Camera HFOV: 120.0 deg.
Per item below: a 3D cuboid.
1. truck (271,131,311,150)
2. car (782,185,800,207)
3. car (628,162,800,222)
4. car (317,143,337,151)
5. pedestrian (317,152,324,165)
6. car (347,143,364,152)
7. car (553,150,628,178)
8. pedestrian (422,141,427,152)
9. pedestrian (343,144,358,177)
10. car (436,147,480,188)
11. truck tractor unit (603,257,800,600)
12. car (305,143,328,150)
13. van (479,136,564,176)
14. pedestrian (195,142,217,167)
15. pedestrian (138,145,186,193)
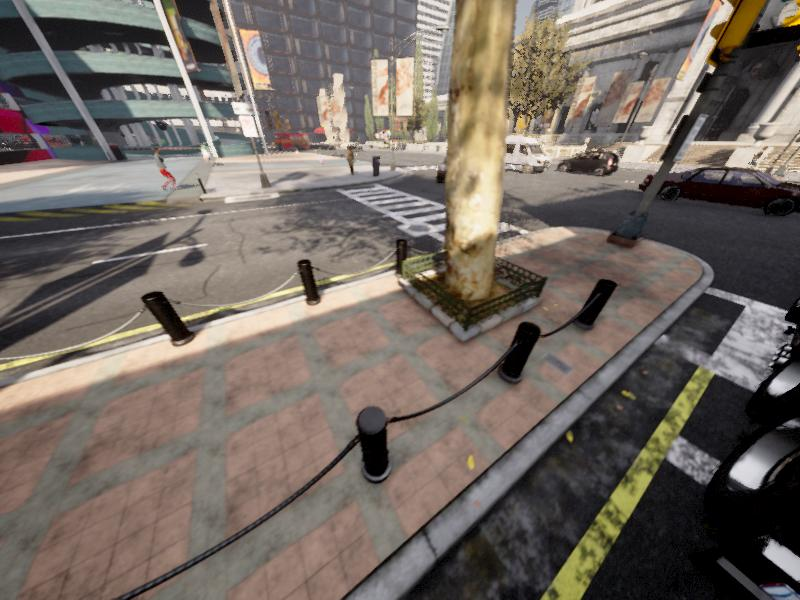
[{"bbox_3d":[-26.999,-39.688,57.467,8.468,3.827,2.891,9,36,12],"label":"truck"},{"bbox_3d":[18.555,-4.256,8.635,1.905,1.878,3.866,-19,39,-26],"label":"car"},{"bbox_3d":[13.720,-4.752,9.739,2.033,1.411,5.357,-19,39,-26],"label":"car"},{"bbox_3d":[-17.184,-35.974,54.372,4.181,1.385,1.994,20,40,26],"label":"car"},{"bbox_3d":[-7.650,-13.616,22.241,0.500,1.100,0.500,-7,35,-10],"label":"pedestrian"},{"bbox_3d":[-9.525,-32.577,49.387,1.789,1.549,3.705,-29,44,-35],"label":"car"},{"bbox_3d":[15.204,-11.102,18.695,1.851,1.617,3.988,-19,39,-26],"label":"car"},{"bbox_3d":[5.168,-32.421,48.723,0.751,1.860,0.751,-16,38,-22],"label":"pedestrian"},{"bbox_3d":[-3.263,-9.335,15.460,0.751,1.860,0.751,-5,35,-8],"label":"pedestrian"},{"bbox_3d":[3.805,-8.605,14.768,1.932,1.855,4.605,12,36,14],"label":"car"},{"bbox_3d":[5.101,-0.309,0.801,6.516,4.208,3.053,-19,39,-25],"label":"truck tractor unit"},{"bbox_3d":[-21.564,-39.709,59.636,4.902,1.511,2.128,11,36,15],"label":"car"},{"bbox_3d":[10.010,-12.513,19.860,1.988,2.561,5.915,-19,39,-26],"label":"van"},{"bbox_3d":[-17.288,-13.012,20.622,0.751,1.860,0.751,29,44,34],"label":"pedestrian"},{"bbox_3d":[-10.940,-6.080,10.713,0.751,1.860,0.751,-17,38,-23],"label":"pedestrian"}]
